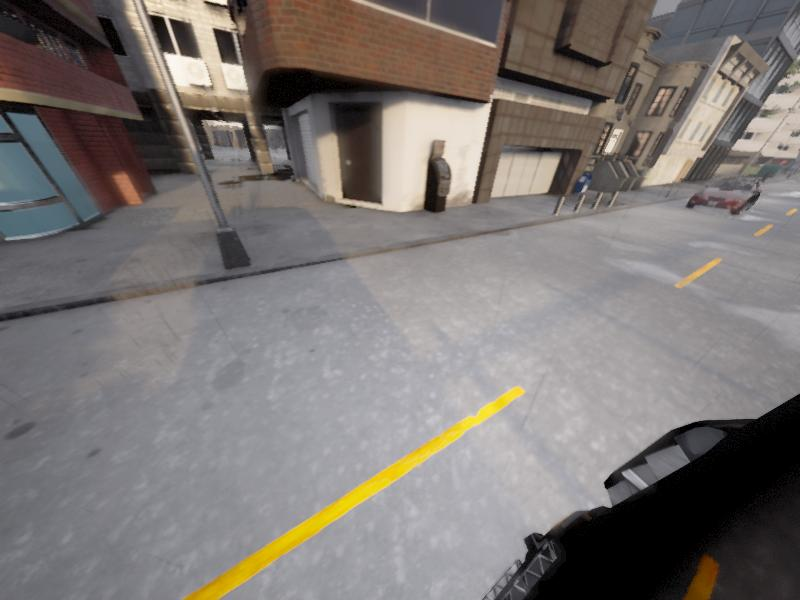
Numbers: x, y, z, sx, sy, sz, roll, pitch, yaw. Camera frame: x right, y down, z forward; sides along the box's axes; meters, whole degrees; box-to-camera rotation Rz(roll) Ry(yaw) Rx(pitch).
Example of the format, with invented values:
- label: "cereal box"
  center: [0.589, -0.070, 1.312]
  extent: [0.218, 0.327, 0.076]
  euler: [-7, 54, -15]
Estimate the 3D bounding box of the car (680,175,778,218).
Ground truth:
- label: "car"
  center: [16.652, -5.343, 11.712]
  extent: [4.193, 1.474, 1.816]
  euler: [-16, 38, -26]
